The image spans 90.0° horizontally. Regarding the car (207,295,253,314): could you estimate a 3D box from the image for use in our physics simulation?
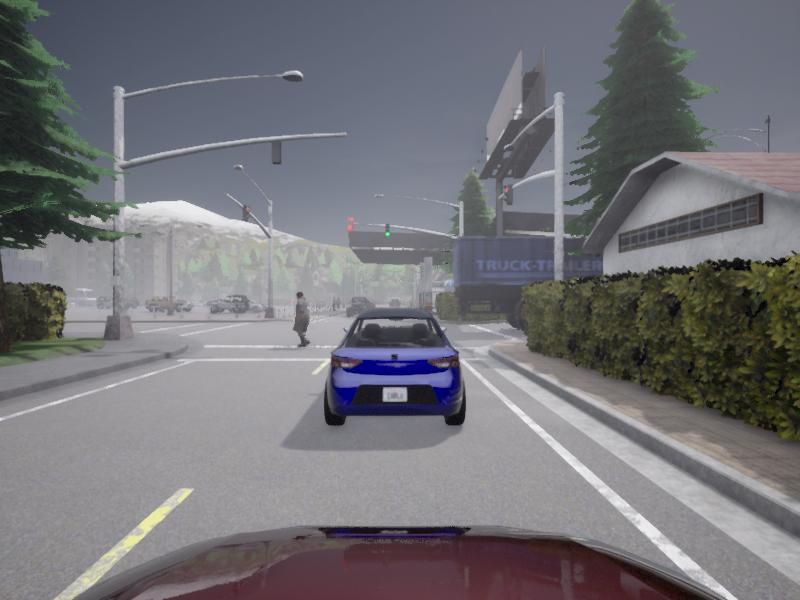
[{"bbox_3d":[-17.258,0.419,40.690,3.866,1.878,1.905,0,0,-1],"label":"car"}]

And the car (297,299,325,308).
[{"bbox_3d":[-17.367,0.671,78.276,5.027,1.636,2.152,0,0,-1],"label":"car"}]

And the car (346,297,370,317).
[{"bbox_3d":[-3.952,0.645,38.132,1.905,1.878,3.866,0,0,-1],"label":"car"}]

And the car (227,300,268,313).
[{"bbox_3d":[-16.706,0.703,44.025,3.806,1.475,1.970,0,0,-1],"label":"car"}]

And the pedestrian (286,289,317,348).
[{"bbox_3d":[-3.185,0.590,13.000,0.751,1.860,0.751,0,0,9],"label":"pedestrian"}]

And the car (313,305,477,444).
[{"bbox_3d":[-0.078,0.854,6.528,1.816,1.474,4.193,0,0,-1],"label":"car"}]

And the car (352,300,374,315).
[{"bbox_3d":[-4.028,0.776,44.584,2.033,1.649,4.856,0,0,-1],"label":"car"}]

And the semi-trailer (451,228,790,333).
[{"bbox_3d":[9.665,-0.812,18.473,14.254,4.402,2.717,0,0,-1],"label":"semi-trailer"}]

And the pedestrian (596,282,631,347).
[{"bbox_3d":[6.326,0.422,11.890,0.751,1.860,0.751,0,0,11],"label":"pedestrian"}]

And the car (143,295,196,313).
[{"bbox_3d":[-25.183,0.439,43.836,4.605,1.855,1.932,0,0,-1],"label":"car"}]

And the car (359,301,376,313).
[{"bbox_3d":[-4.104,0.852,50.907,1.970,1.475,3.806,0,0,-1],"label":"car"}]

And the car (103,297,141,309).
[{"bbox_3d":[-43.312,0.439,62.355,4.605,1.855,1.932,0,0,-1],"label":"car"}]

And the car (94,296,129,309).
[{"bbox_3d":[-42.848,0.418,59.457,3.866,1.878,1.905,0,0,-1],"label":"car"}]
